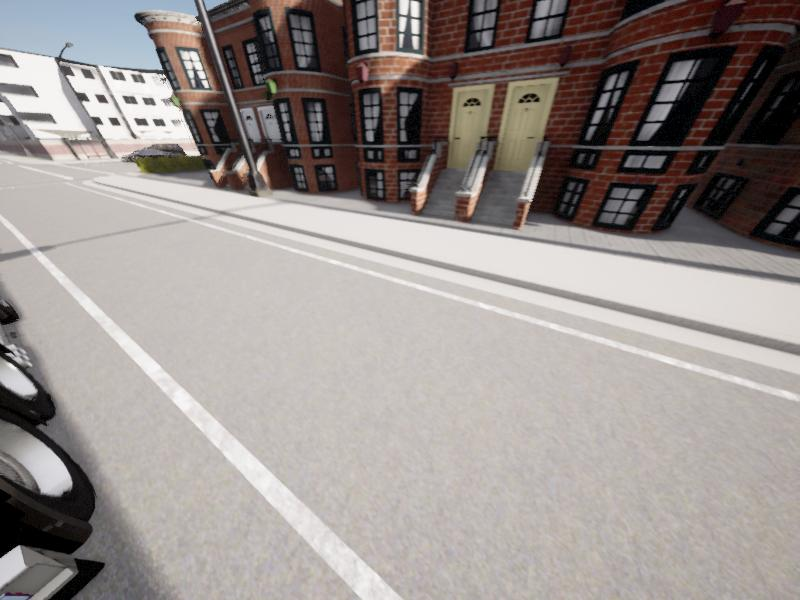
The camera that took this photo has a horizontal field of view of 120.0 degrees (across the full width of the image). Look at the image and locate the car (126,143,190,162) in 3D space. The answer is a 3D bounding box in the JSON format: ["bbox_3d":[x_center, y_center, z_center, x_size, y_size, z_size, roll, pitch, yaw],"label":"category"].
[{"bbox_3d":[-34.119,-21.087,32.848,2.150,2.045,5.566,19,39,26],"label":"car"}]

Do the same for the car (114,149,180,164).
[{"bbox_3d":[-32.415,-18.596,29.822,2.033,1.411,5.357,19,39,26],"label":"car"}]

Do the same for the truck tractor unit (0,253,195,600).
[{"bbox_3d":[-5.095,-0.316,0.806,6.516,4.208,3.053,19,39,25],"label":"truck tractor unit"}]
